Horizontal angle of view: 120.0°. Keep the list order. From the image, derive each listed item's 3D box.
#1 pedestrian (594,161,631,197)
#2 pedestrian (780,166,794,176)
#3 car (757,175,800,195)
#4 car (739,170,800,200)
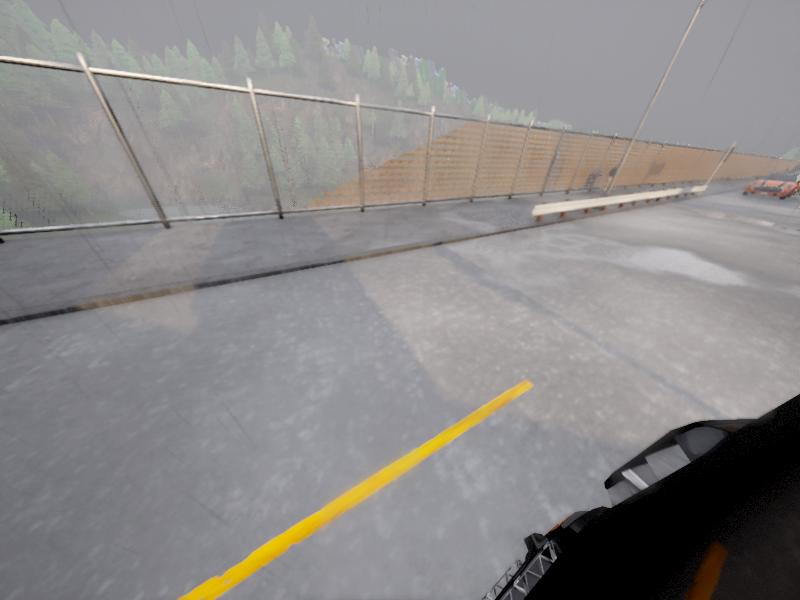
[{"bbox_3d":[12.895,-7.353,14.041,0.751,1.860,0.751,-15,38,-25],"label":"pedestrian"},{"bbox_3d":[86.976,-28.945,51.969,0.751,1.860,0.751,-16,38,-26],"label":"pedestrian"},{"bbox_3d":[36.107,-10.831,21.653,4.181,1.385,1.994,-16,38,-26],"label":"car"},{"bbox_3d":[29.789,-9.170,18.306,4.553,1.767,2.097,-16,38,-26],"label":"car"}]
